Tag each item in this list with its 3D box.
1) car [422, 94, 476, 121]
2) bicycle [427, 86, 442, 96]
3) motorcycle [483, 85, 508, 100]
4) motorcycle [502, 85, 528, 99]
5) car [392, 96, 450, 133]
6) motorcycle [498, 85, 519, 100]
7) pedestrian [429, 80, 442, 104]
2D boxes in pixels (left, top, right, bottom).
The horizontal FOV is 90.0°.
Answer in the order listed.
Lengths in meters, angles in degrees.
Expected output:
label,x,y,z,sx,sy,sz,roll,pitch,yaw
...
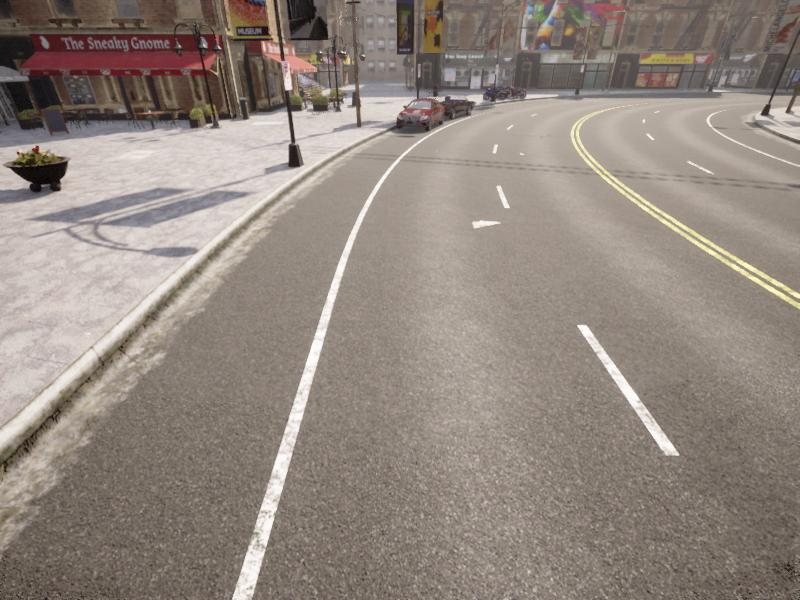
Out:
label,x,y,z,sx,sy,sz,roll,pitch,yaw
car,3.458,-13.305,27.480,1.895,1.301,4.718,16,34,25
bicycle,3.814,-23.195,44.409,1.643,1.024,0.373,0,20,0
motorcycle,9.304,-20.321,39.241,2.209,1.251,0.867,5,31,8
motorcycle,11.756,-21.250,40.834,2.356,1.277,0.764,5,31,8
car,1.297,-10.692,22.860,2.002,1.452,4.674,10,32,17
motorcycle,10.829,-20.739,40.015,1.805,1.236,0.856,5,31,8
pedestrian,3.046,-17.986,34.590,0.751,1.860,0.751,22,37,32
